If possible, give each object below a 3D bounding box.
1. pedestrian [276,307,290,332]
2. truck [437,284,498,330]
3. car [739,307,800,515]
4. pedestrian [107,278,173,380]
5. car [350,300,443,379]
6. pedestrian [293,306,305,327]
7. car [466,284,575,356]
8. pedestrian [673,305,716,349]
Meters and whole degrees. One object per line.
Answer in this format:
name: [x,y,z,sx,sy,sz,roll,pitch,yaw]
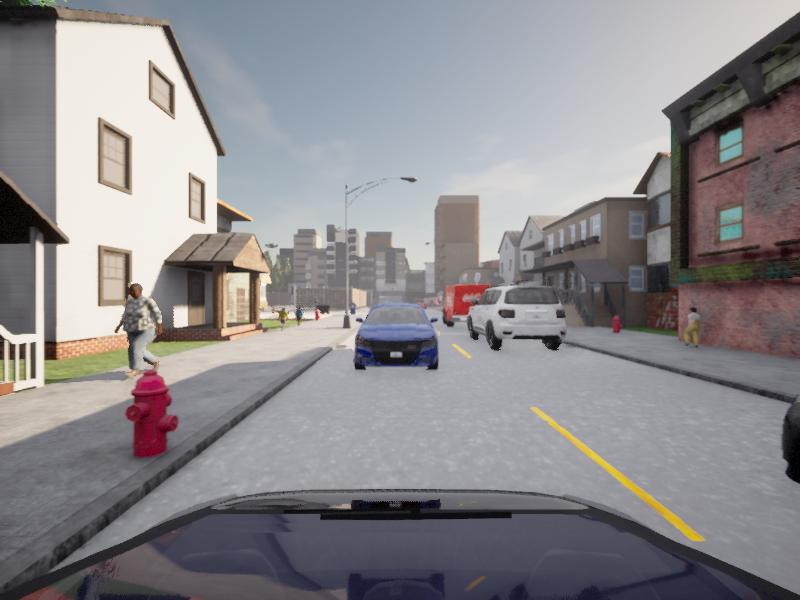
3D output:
pedestrian: [-5.411,0.893,18.501,0.500,1.100,0.500,0,0,-1]
truck: [3.922,0.341,24.326,2.627,2.467,5.204,0,1,-2]
car: [3.976,0.826,1.228,2.007,1.525,4.514,0,0,-1]
pedestrian: [-4.989,0.524,7.717,0.751,1.860,0.751,0,0,13]
car: [-0.079,0.811,10.632,1.882,1.535,5.008,0,1,0]
pedestrian: [-5.419,0.890,21.427,0.500,1.100,0.500,0,0,0]
car: [3.911,0.555,14.235,2.150,2.045,5.566,0,0,-1]
pedestrian: [9.024,0.800,12.281,0.751,1.300,0.751,0,0,1]
